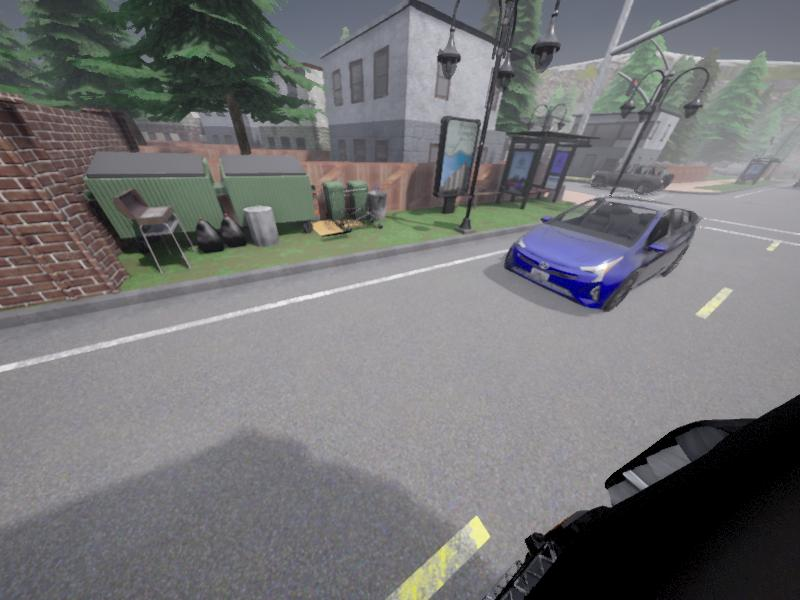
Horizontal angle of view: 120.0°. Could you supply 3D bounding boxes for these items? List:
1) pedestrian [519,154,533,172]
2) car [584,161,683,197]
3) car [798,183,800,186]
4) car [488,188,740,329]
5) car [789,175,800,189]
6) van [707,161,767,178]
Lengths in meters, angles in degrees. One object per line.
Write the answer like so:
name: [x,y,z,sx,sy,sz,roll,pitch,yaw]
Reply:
pedestrian: [15.428,-16.740,28.325,0.751,1.860,0.751,-10,36,-19]
car: [17.419,-9.297,17.549,1.932,1.855,4.605,-18,39,-28]
car: [61.269,-17.594,33.857,5.027,1.651,2.152,-16,38,-26]
car: [4.354,-1.253,4.788,4.514,1.525,2.007,-16,38,-26]
car: [50.445,-14.473,28.341,5.357,1.411,2.033,-16,38,-26]
van: [69.290,-27.000,47.683,2.351,2.431,6.366,-17,38,-27]
